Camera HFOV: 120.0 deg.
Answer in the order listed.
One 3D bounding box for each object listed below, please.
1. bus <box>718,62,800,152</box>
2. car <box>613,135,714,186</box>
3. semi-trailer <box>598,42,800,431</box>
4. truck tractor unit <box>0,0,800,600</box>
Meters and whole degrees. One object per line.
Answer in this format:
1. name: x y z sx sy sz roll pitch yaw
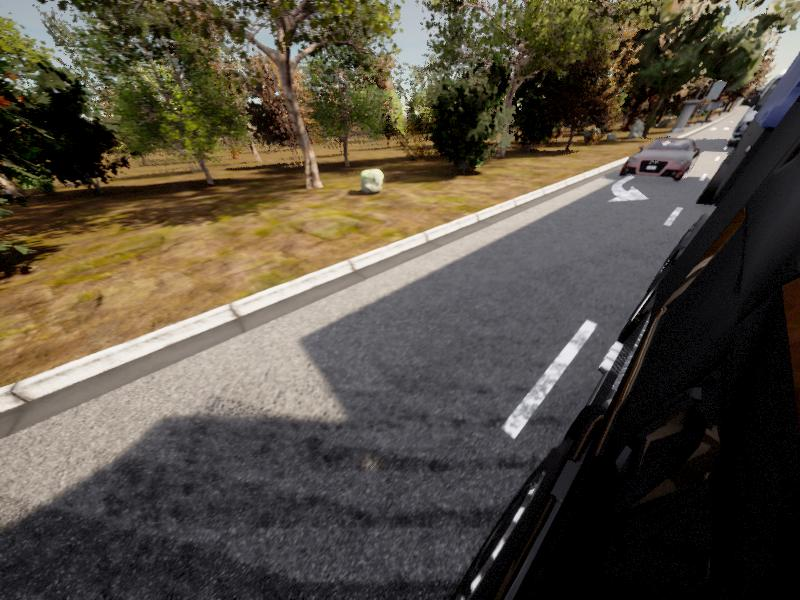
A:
1. bus: 27.393 -13.537 16.342 10.273 4.253 3.944 -29 45 -31
2. car: 11.557 -6.241 10.114 4.181 1.385 1.994 -28 44 -30
3. semi-trailer: 8.694 -3.604 4.237 14.254 4.402 2.717 -28 44 -30
4. truck tractor unit: 2.645 -0.295 0.351 6.516 4.208 3.053 -28 44 -30
